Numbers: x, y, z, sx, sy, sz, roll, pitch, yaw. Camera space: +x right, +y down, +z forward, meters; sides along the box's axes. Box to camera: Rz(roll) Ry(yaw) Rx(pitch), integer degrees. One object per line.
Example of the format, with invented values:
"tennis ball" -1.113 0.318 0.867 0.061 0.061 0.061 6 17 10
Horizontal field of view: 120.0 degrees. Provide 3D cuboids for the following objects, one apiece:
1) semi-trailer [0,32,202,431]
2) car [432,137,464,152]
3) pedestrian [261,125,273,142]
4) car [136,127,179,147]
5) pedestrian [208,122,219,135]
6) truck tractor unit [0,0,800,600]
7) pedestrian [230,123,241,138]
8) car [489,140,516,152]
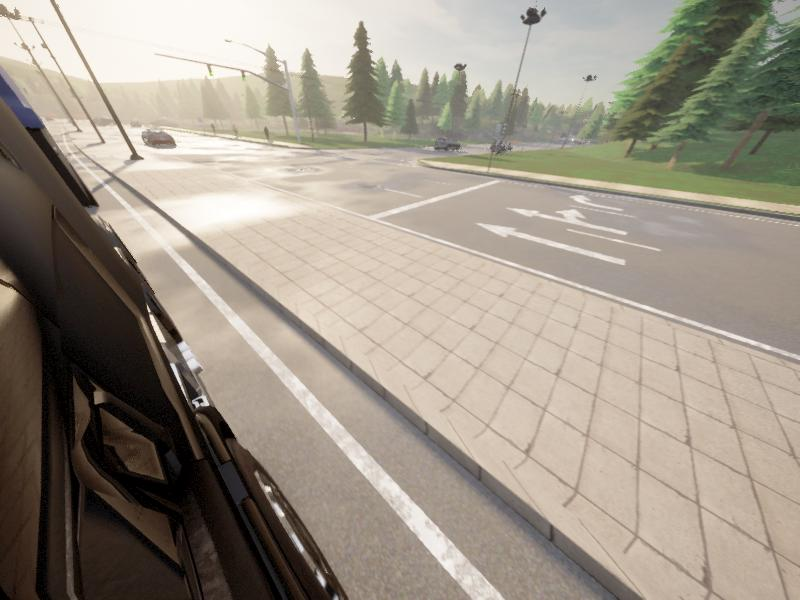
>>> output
"semi-trailer" -8.753 -3.541 4.208 14.254 4.402 2.717 27 43 29
"car" 6.830 -22.118 32.826 2.033 1.649 4.856 29 44 31
"pedestrian" -18.331 -22.942 31.831 0.751 1.860 0.751 30 44 32
"car" -24.688 -16.579 23.485 4.181 1.385 1.994 28 43 30
"pedestrian" -35.338 -32.546 43.789 0.751 1.860 0.751 30 44 32
"truck tractor unit" -2.645 -0.295 0.351 6.516 4.208 3.053 28 44 30
"pedestrian" -27.064 -27.877 37.976 0.751 1.860 0.751 30 44 32
"car" 16.896 -25.351 37.950 2.038 1.542 4.974 29 44 31
